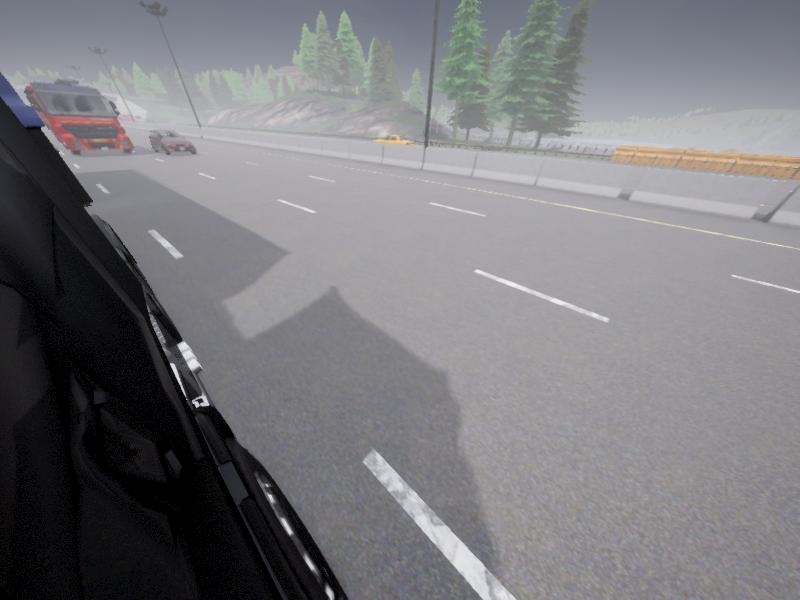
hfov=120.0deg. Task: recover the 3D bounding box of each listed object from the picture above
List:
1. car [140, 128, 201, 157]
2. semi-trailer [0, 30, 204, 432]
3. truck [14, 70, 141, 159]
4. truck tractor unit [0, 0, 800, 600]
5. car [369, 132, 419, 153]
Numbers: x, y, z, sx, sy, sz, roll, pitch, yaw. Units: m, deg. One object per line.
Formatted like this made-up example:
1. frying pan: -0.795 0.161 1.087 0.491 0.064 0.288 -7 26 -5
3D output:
1. car: -16.688 -11.491 16.793 4.193 1.474 1.816 26 43 28
2. semi-trailer: -8.829 -3.498 4.117 14.254 4.402 2.717 26 43 29
3. truck: -21.828 -12.301 15.636 8.468 3.827 2.891 26 43 28
4. truck tractor unit: -2.645 -0.295 0.352 6.516 4.208 3.053 28 44 30
5. car: -0.766 -17.048 24.962 5.366 1.575 1.801 26 43 28
